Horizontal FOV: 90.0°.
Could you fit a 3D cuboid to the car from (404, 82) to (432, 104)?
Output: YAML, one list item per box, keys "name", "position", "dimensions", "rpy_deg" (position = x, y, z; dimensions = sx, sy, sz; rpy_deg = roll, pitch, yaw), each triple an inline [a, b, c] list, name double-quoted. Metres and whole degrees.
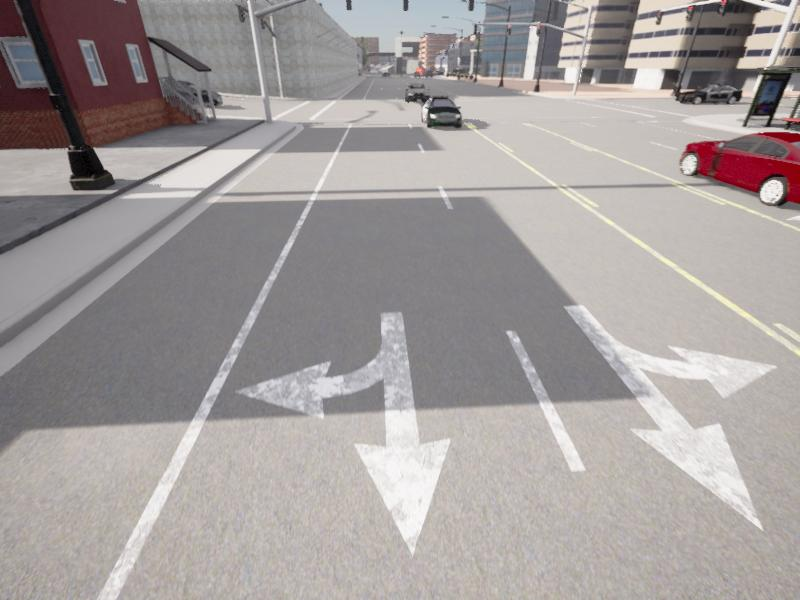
- name: "car"
  position: [1.632, -19.659, 37.912]
  dimensions: [2.242, 1.667, 4.611]
  rpy_deg: [-1, 30, -2]

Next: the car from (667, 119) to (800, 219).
- name: "car"
  position: [9.919, -3.736, 10.791]
  dimensions: [1.882, 1.535, 5.008]
  rpy_deg: [-1, 30, -2]

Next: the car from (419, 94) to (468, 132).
- name: "car"
  position: [2.343, -10.835, 22.977]
  dimensions: [2.038, 1.542, 4.974]
  rpy_deg: [-1, 30, -2]

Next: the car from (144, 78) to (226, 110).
- name: "car"
  position: [-16.115, -15.599, 30.265]
  dimensions: [4.856, 1.649, 2.033]
  rpy_deg: [3, 30, -5]

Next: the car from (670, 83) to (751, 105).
- name: "car"
  position: [27.140, -18.082, 35.092]
  dimensions: [5.238, 1.638, 1.930]
  rpy_deg: [-1, 30, -2]
